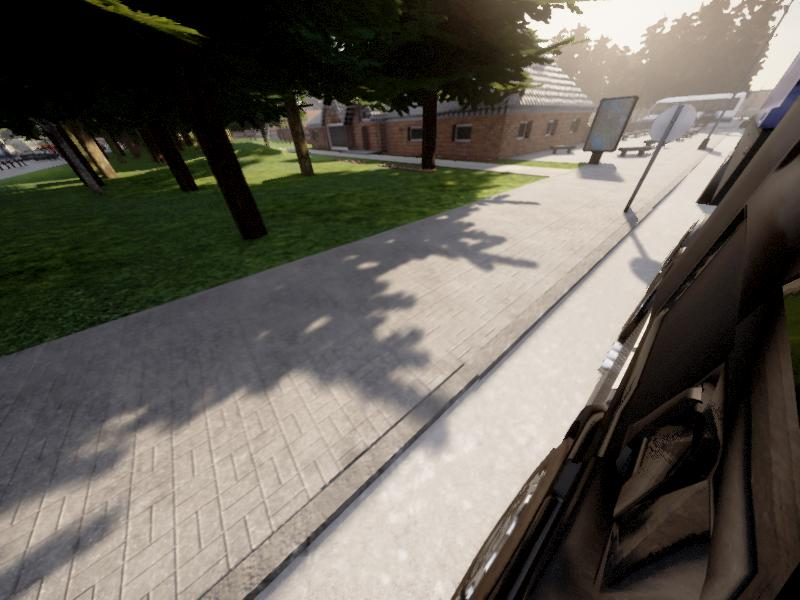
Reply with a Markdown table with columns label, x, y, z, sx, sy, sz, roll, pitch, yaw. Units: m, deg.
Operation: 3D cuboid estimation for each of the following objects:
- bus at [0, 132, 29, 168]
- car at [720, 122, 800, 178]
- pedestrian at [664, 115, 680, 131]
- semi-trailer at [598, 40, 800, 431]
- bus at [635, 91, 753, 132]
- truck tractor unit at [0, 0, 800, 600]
| label | x | y | z | sx | sy | sz | roll | pitch | yaw |
| --- | --- | --- | --- | --- | --- | --- | --- | --- | --- |
| bus | -61.234 | -21.866 | 33.668 | 3.944 | 4.253 | 10.273 | -28 | 44 | -30 |
| car | 16.689 | -6.756 | 10.212 | 4.611 | 1.667 | 2.242 | -28 | 44 | -30 |
| pedestrian | 40.475 | -26.294 | 34.398 | 0.751 | 1.860 | 0.751 | -26 | 43 | -28 |
| semi-trailer | 8.691 | -3.612 | 4.232 | 14.254 | 4.402 | 2.717 | -28 | 44 | -30 |
| bus | 44.809 | -29.172 | 36.195 | 10.273 | 4.253 | 3.944 | 25 | 45 | 32 |
| truck tractor unit | 2.645 | -0.295 | 0.351 | 6.516 | 4.208 | 3.053 | -28 | 44 | -30 |
